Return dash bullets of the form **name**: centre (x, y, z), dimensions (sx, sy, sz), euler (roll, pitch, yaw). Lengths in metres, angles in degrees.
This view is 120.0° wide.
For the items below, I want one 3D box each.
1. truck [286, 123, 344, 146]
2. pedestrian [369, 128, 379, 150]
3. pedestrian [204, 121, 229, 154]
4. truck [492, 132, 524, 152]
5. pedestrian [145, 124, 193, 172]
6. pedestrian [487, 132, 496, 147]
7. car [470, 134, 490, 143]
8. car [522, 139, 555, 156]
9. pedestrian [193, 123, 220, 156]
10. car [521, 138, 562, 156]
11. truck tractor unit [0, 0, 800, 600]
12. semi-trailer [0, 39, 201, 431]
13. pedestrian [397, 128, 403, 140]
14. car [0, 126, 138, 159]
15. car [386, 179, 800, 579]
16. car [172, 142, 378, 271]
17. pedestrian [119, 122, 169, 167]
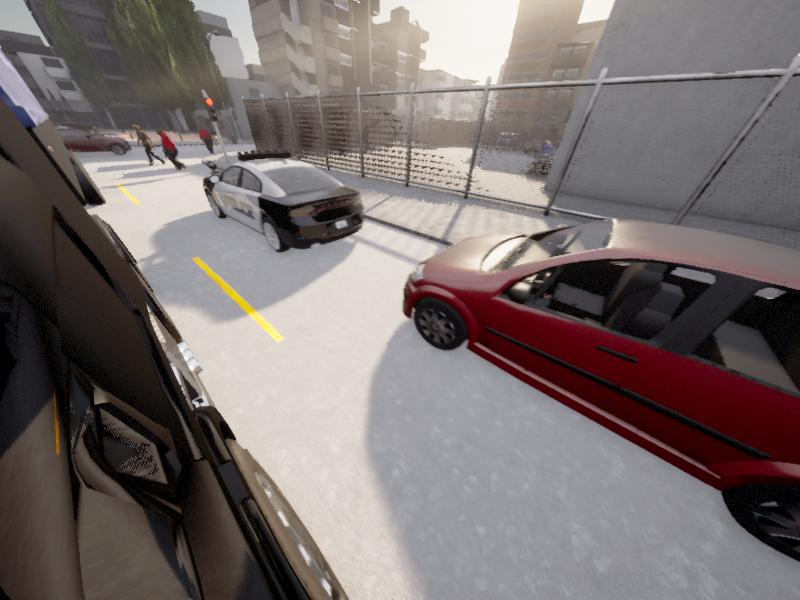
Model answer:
- **truck**: centre (-10.317, -20.654, 28.797), dimensions (2.390, 2.098, 6.274), euler (28, 44, 29)
- **pedestrian**: centre (-2.771, -17.172, 24.589), dimensions (0.751, 1.860, 0.751), euler (29, 44, 31)
- **pedestrian**: centre (-13.187, -11.712, 16.686), dimensions (0.751, 1.860, 0.751), euler (-16, 41, -23)
- **truck**: centre (14.320, -20.959, 30.600), dimensions (2.069, 2.038, 4.478), euler (28, 44, 30)
- **pedestrian**: centre (-10.985, -7.239, 11.045), dimensions (0.751, 1.860, 0.751), euler (24, 42, 26)
- **pedestrian**: centre (14.339, -25.220, 36.325), dimensions (0.751, 1.860, 0.751), euler (21, 41, 23)
- **car**: centre (17.869, -36.196, 51.756), dimensions (2.033, 1.411, 5.357), euler (28, 44, 30)
- **car**: centre (17.247, -19.030, 28.724), dimensions (2.033, 1.415, 5.357), euler (28, 44, 30)
- **pedestrian**: centre (-13.540, -11.233, 16.214), dimensions (0.751, 1.860, 0.751), euler (-13, 40, -19)
- **car**: centre (17.322, -18.925, 28.468), dimensions (3.705, 1.547, 1.789), euler (28, 44, 30)
- **truck tractor unit**: centre (-2.645, -0.295, 0.352), dimensions (6.516, 4.208, 3.053), euler (28, 44, 30)
- **semi-trailer**: centre (-8.676, -3.614, 4.258), dimensions (14.254, 4.402, 2.717), euler (28, 44, 30)
- **pedestrian**: centre (-0.072, -31.390, 43.689), dimensions (0.751, 1.860, 0.751), euler (24, 42, 26)
- **car**: centre (-20.094, -9.819, 14.330), dimensions (1.812, 1.442, 4.674), euler (28, 44, 30)
- **car**: centre (1.961, 0.086, 2.304), dimensions (3.988, 1.617, 1.851), euler (28, 44, 29)
- **car**: centre (-3.134, -2.677, 5.655), dimensions (5.238, 1.638, 1.930), euler (27, 43, 29)
- **pedestrian**: centre (-13.084, -7.969, 11.892), dimensions (0.751, 1.860, 0.751), euler (11, 38, 11)
